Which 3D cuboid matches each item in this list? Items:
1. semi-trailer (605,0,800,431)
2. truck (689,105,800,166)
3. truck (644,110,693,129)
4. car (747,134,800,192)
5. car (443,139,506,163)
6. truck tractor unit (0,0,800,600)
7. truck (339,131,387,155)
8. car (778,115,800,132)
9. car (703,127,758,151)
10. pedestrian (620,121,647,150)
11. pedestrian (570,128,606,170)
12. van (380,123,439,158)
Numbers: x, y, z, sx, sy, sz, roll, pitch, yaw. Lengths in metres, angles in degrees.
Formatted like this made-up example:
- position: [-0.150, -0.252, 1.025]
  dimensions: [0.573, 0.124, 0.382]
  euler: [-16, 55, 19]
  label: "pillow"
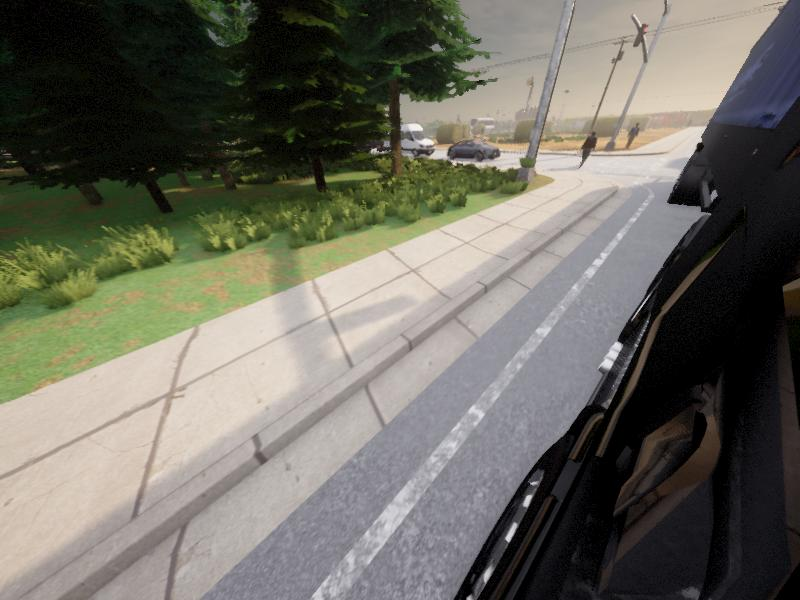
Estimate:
- position: [8.354, -3.794, 4.574]
  dimensions: [14.254, 4.402, 2.717]
  euler: [-32, 45, -33]
  label: "semi-trailer"
- position: [19.765, -9.572, 13.452]
  dimensions: [5.204, 2.467, 2.627]
  euler: [-30, 44, -33]
  label: "truck"
- position: [78.659, -53.009, 67.965]
  dimensions: [2.891, 3.827, 8.468]
  euler: [-29, 44, -32]
  label: "truck"
- position: [16.310, -4.889, 8.126]
  dimensions: [4.902, 1.511, 2.128]
  euler: [-7, 42, -7]
  label: "car"
- position: [5.780, -11.935, 18.367]
  dimensions: [1.994, 1.385, 4.181]
  euler: [-29, 44, -32]
  label: "car"
- position: [2.645, -0.295, 0.351]
  dimensions: [6.516, 4.208, 3.053]
  euler: [-28, 44, -30]
  label: "truck tractor unit"
- position: [-4.479, -18.758, 27.552]
  dimensions: [2.390, 2.098, 6.274]
  euler: [-29, 44, -31]
  label: "truck"
- position: [56.154, -24.338, 31.673]
  dimensions: [1.905, 1.878, 3.866]
  euler: [-3, 34, 8]
  label: "car"
- position: [26.654, -13.121, 18.792]
  dimensions: [4.181, 1.385, 1.994]
  euler: [-30, 45, -32]
  label: "car"
- position: [19.036, -13.422, 18.909]
  dimensions: [0.751, 1.860, 0.751]
  euler: [16, 40, 23]
  label: "pedestrian"
- position: [10.417, -8.385, 12.852]
  dimensions: [0.751, 1.860, 0.751]
  euler: [-29, 44, -32]
  label: "pedestrian"
- position: [0.760, -15.581, 22.594]
  dimensions: [1.988, 2.561, 5.915]
  euler: [-29, 44, -32]
  label: "van"
